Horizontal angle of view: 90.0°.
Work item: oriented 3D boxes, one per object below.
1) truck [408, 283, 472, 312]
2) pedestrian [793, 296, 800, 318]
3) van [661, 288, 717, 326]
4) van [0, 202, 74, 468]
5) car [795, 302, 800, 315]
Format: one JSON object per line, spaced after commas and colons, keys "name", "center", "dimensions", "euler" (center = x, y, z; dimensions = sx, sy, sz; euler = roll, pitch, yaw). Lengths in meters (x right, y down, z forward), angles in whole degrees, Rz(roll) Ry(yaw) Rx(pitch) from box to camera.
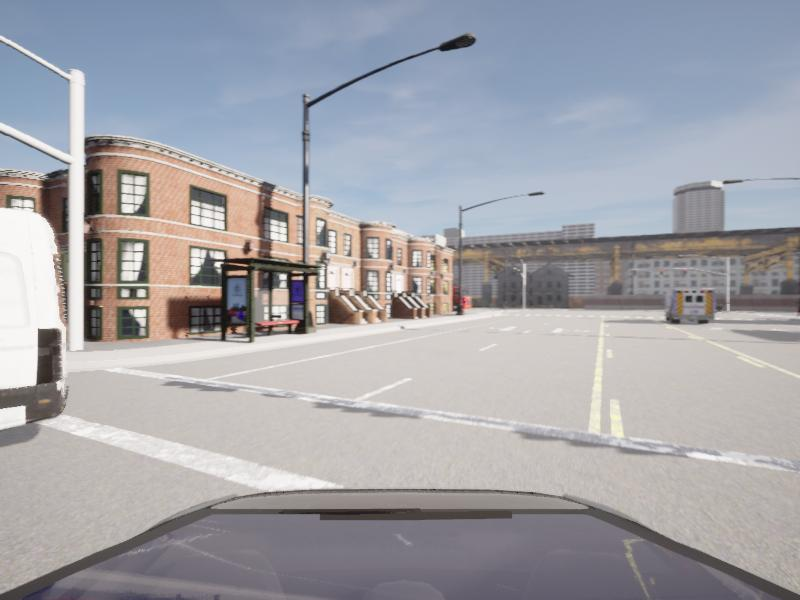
{"name": "truck", "center": [5.530, -0.273, 55.962], "dimensions": [8.468, 3.827, 2.891], "euler": [0, 0, 27]}
{"name": "pedestrian", "center": [34.146, 0.597, 34.100], "dimensions": [0.751, 1.860, 0.751], "euler": [0, 0, 26]}
{"name": "van", "center": [20.853, 0.452, 29.158], "dimensions": [2.351, 2.431, 6.366], "euler": [0, 0, 27]}
{"name": "van", "center": [-6.316, 0.308, 2.993], "dimensions": [5.915, 2.561, 1.988], "euler": [0, 1, -42]}
{"name": "car", "center": [48.728, 0.981, 45.596], "dimensions": [5.008, 1.535, 1.882], "euler": [0, 0, 26]}
